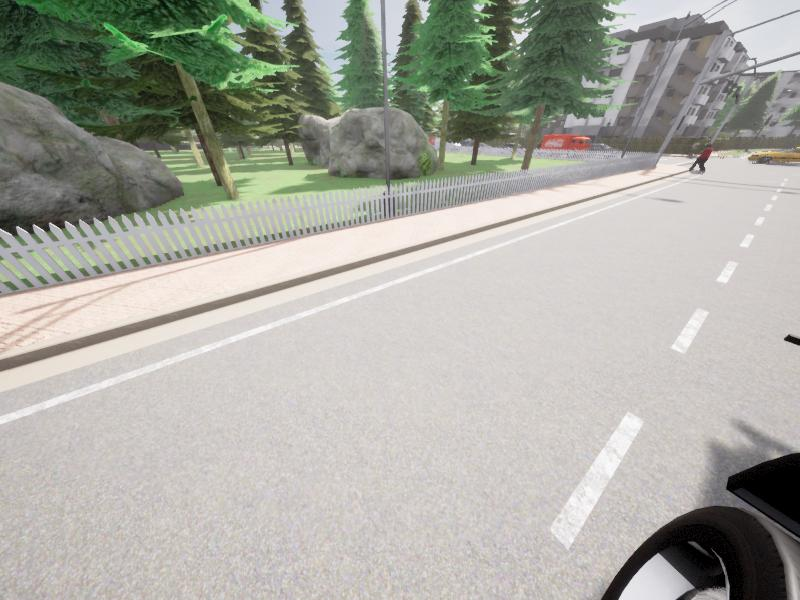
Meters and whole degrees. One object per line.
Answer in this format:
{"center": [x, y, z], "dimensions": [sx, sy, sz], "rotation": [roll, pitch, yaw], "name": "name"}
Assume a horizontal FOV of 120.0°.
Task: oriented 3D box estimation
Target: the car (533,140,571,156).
{"center": [21.876, -22.030, 33.406], "dimensions": [1.905, 1.878, 3.866], "rotation": [-21, 40, -26], "name": "car"}

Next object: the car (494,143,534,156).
{"center": [16.907, -22.562, 34.543], "dimensions": [1.837, 1.490, 4.892], "rotation": [-21, 40, -26], "name": "car"}

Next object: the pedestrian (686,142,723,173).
{"center": [22.131, -10.356, 16.808], "dimensions": [0.751, 1.860, 0.751], "rotation": [-21, 40, -27], "name": "pedestrian"}

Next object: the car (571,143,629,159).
{"center": [25.185, -18.953, 29.342], "dimensions": [2.128, 1.511, 4.902], "rotation": [-21, 40, -26], "name": "car"}

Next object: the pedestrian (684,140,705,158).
{"center": [35.952, -18.463, 28.222], "dimensions": [0.751, 1.860, 0.751], "rotation": [22, 41, 29], "name": "pedestrian"}

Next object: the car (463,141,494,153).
{"center": [14.430, -28.507, 42.894], "dimensions": [2.152, 1.651, 5.027], "rotation": [-21, 40, -26], "name": "car"}

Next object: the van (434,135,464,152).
{"center": [9.167, -29.828, 44.012], "dimensions": [1.988, 2.561, 5.915], "rotation": [-21, 40, -26], "name": "van"}

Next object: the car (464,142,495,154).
{"center": [13.337, -25.718, 39.052], "dimensions": [1.837, 1.490, 4.892], "rotation": [-21, 40, -26], "name": "car"}

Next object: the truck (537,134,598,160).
{"center": [20.909, -19.421, 29.206], "dimensions": [2.627, 2.467, 5.204], "rotation": [-21, 40, -26], "name": "truck"}

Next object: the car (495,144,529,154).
{"center": [18.356, -24.903, 38.030], "dimensions": [1.895, 1.301, 4.718], "rotation": [-21, 40, -26], "name": "car"}

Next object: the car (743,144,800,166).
{"center": [36.028, -13.099, 20.886], "dimensions": [1.801, 1.575, 5.366], "rotation": [-21, 40, -26], "name": "car"}

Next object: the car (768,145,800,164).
{"center": [39.427, -13.731, 21.879], "dimensions": [1.812, 1.442, 4.674], "rotation": [-21, 40, -27], "name": "car"}
